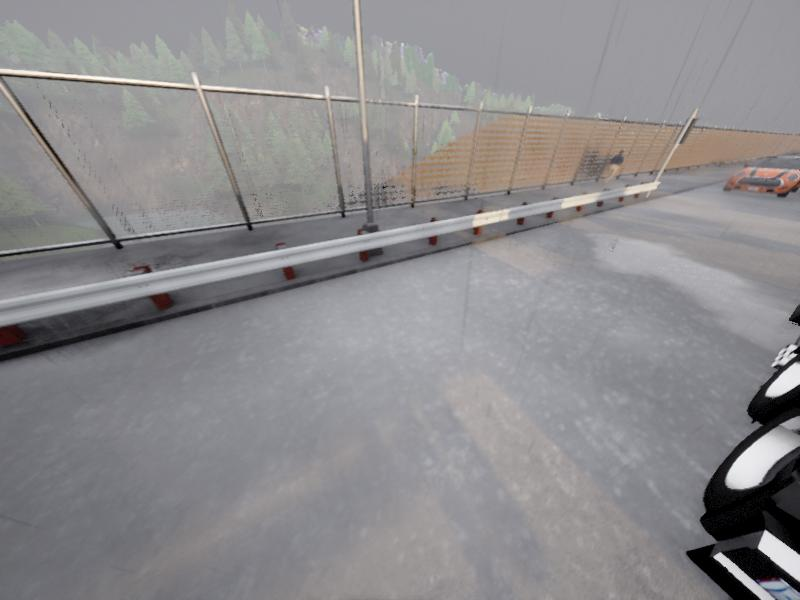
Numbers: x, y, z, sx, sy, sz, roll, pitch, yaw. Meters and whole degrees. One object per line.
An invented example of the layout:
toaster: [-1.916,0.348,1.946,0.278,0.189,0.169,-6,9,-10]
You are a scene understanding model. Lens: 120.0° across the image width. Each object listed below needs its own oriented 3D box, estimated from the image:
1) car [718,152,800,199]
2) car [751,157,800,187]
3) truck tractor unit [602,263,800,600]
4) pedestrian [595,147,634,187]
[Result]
car: [19.708,-6.680,12.189,4.553,1.767,2.097,-18,39,-24]
car: [26.043,-8.593,15.363,4.181,1.385,1.994,-18,39,-25]
truck tractor unit: [5.108,-0.304,0.784,6.516,4.208,3.053,-18,39,-24]
pedestrian: [11.938,-7.421,12.907,0.751,1.860,0.751,-21,40,-28]
